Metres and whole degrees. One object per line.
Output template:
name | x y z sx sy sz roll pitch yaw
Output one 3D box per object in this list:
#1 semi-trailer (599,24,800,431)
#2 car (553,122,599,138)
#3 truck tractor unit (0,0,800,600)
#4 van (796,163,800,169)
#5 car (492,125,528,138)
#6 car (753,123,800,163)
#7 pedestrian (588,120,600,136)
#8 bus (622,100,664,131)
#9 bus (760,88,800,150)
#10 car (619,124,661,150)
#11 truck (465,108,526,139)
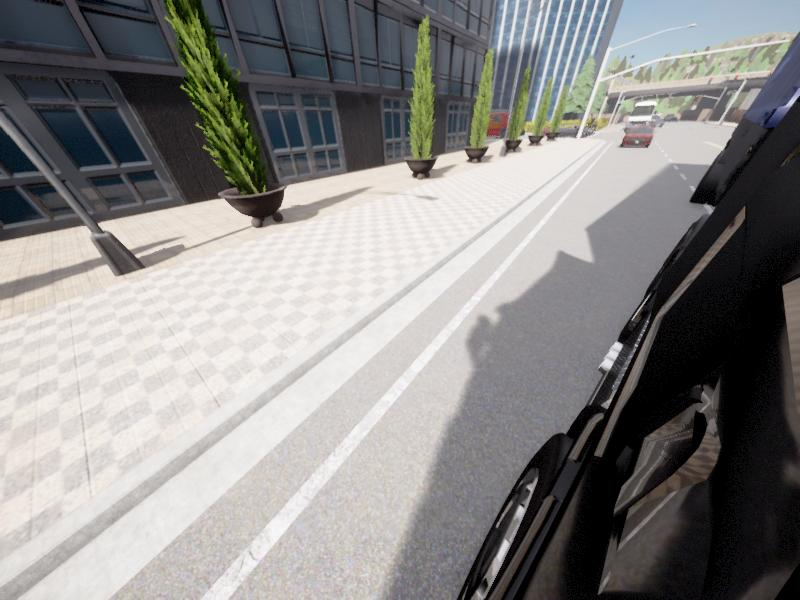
semi-trailer | 8.610 -3.665 4.311 14.254 4.402 2.717 -29 44 -31
car | 25.186 -24.335 33.176 4.611 1.667 2.242 29 47 35
truck tractor unit | 2.645 -0.295 0.351 6.516 4.208 3.053 -28 44 -30
van | 17.142 -5.096 7.356 2.351 2.431 6.366 24 44 31
car | 19.367 -29.905 40.995 5.238 1.638 1.930 24 44 31
car | 21.891 -8.436 12.286 2.128 1.511 4.902 24 44 31
pedestrian | 28.500 -25.226 33.960 0.751 1.860 0.751 22 43 29
bus | 47.627 -36.333 45.649 3.944 4.253 10.273 24 44 31
bus | 29.343 -12.152 14.498 3.944 4.253 10.273 24 44 31
car | 20.434 -14.005 19.788 1.882 1.535 5.008 24 44 31
truck | 15.829 -29.654 39.054 8.468 3.827 2.891 24 44 31
